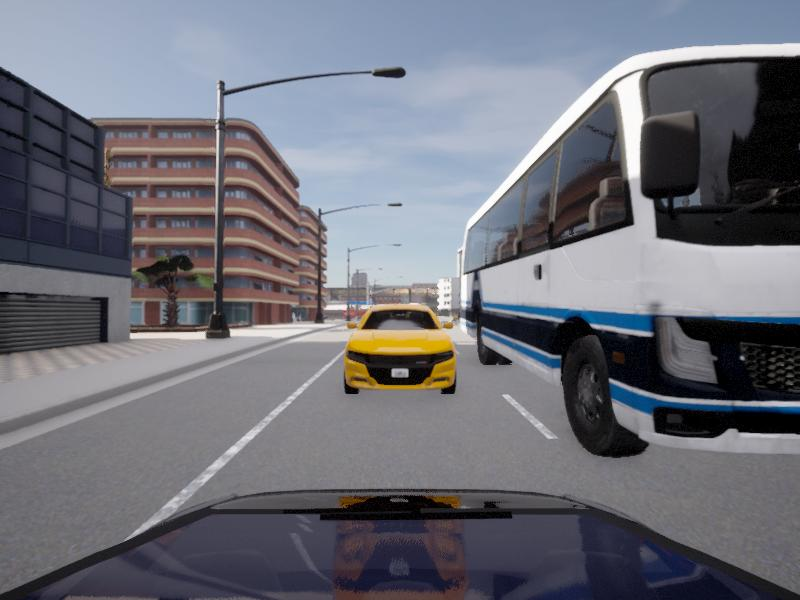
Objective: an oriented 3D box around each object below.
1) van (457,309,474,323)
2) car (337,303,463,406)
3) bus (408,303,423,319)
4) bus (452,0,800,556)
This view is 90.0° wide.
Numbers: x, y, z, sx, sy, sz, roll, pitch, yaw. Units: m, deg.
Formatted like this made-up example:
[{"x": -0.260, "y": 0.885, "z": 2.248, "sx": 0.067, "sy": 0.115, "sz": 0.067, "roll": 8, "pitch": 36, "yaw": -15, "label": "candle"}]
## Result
[{"x": 10.512, "y": 2.595, "z": 64.359, "sx": 2.069, "sy": 2.038, "sz": 4.480, "roll": 0, "pitch": -3, "yaw": 0, "label": "van"}, {"x": 0.002, "y": 0.833, "z": 8.493, "sx": 1.882, "sy": 1.535, "sz": 5.008, "roll": 0, "pitch": 0, "yaw": 0, "label": "car"}, {"x": 4.306, "y": 3.114, "z": 112.484, "sx": 3.944, "sy": 4.253, "sz": 10.273, "roll": 0, "pitch": -2, "yaw": 0, "label": "bus"}, {"x": 3.623, "y": -0.531, "z": 7.704, "sx": 3.944, "sy": 4.253, "sz": 10.273, "roll": 0, "pitch": 1, "yaw": 0, "label": "bus"}]
